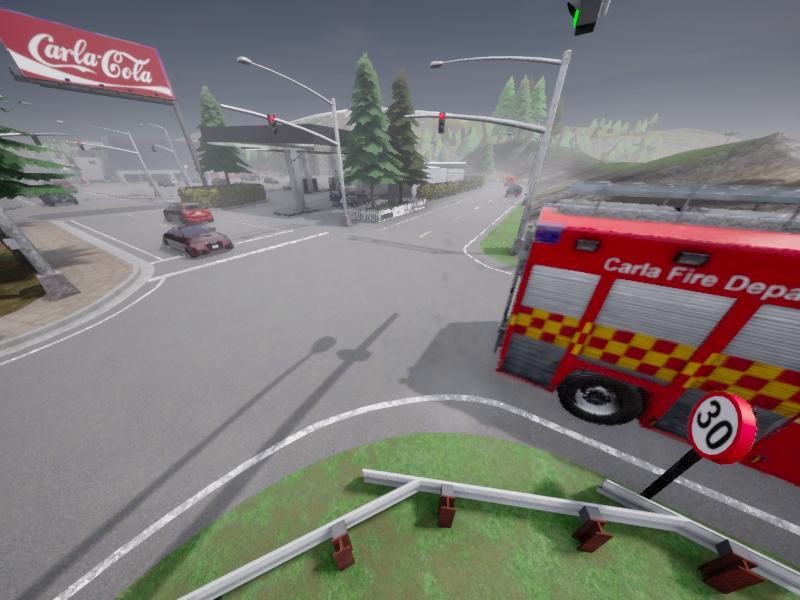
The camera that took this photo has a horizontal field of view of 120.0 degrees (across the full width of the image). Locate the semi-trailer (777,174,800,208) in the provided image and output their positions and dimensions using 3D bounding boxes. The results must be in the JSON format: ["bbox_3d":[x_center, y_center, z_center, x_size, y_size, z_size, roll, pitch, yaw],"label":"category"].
[{"bbox_3d":[47.981,-11.312,23.781,2.717,4.402,14.254,16,34,26],"label":"semi-trailer"}]

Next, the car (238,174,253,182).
[{"bbox_3d":[-49.373,-39.016,73.832,3.866,1.878,1.905,16,34,26],"label":"car"}]

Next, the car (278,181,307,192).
[{"bbox_3d":[-22.220,-23.648,48.024,2.038,1.542,4.974,16,34,26],"label":"car"}]

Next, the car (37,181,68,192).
[{"bbox_3d":[-66.476,-21.721,44.165,4.611,1.667,2.242,16,34,26],"label":"car"}]

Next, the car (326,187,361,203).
[{"bbox_3d":[-8.082,-15.233,33.445,2.242,1.667,4.611,16,34,26],"label":"car"}]

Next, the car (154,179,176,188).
[{"bbox_3d":[-54.495,-27.084,53.607,4.514,1.523,2.007,16,34,26],"label":"car"}]

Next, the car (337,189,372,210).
[{"bbox_3d":[-5.367,-12.080,27.650,1.905,1.878,3.866,16,34,26],"label":"car"}]

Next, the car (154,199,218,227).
[{"bbox_3d":[-18.362,-7.600,19.872,4.611,1.667,2.242,16,32,26],"label":"car"}]

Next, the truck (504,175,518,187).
[{"bbox_3d":[27.853,-30.000,58.087,2.627,2.467,5.204,12,32,20],"label":"truck"}]

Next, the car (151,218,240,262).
[{"bbox_3d":[-11.304,-3.425,12.778,4.181,1.385,1.994,16,34,26],"label":"car"}]

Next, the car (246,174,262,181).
[{"bbox_3d":[-48.269,-40.358,76.197,4.605,1.855,1.932,16,34,26],"label":"car"}]

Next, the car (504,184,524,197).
[{"bbox_3d":[19.386,-18.562,39.119,2.033,1.649,4.856,17,34,26],"label":"car"}]

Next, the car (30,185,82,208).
[{"bbox_3d":[-41.909,-12.688,28.144,5.566,2.045,2.150,16,34,25],"label":"car"}]

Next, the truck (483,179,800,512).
[{"bbox_3d":[6.192,0.620,3.294,8.468,3.827,2.891,17,34,26],"label":"truck"}]
